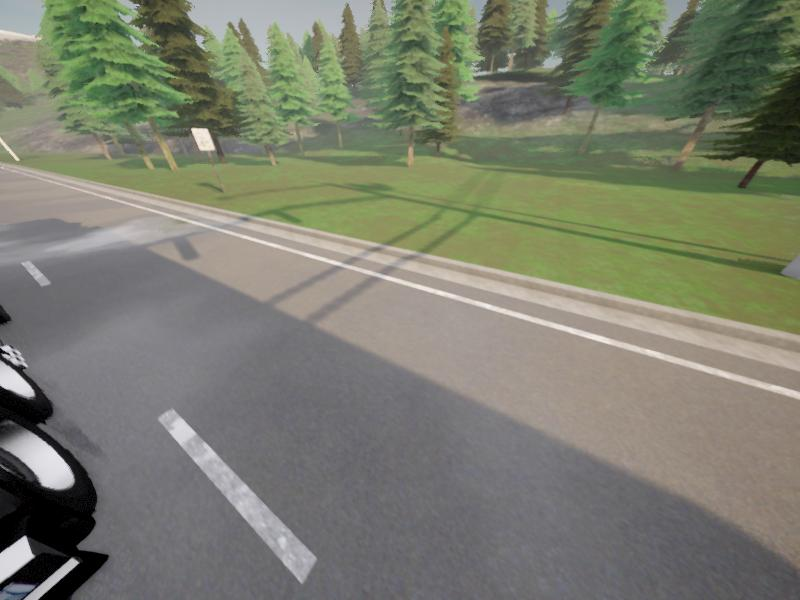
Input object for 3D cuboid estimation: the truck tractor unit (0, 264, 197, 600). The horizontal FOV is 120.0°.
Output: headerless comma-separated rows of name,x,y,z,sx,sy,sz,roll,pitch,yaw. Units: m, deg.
truck tractor unit,-5.119,-0.290,0.784,6.516,4.208,3.053,18,39,24
